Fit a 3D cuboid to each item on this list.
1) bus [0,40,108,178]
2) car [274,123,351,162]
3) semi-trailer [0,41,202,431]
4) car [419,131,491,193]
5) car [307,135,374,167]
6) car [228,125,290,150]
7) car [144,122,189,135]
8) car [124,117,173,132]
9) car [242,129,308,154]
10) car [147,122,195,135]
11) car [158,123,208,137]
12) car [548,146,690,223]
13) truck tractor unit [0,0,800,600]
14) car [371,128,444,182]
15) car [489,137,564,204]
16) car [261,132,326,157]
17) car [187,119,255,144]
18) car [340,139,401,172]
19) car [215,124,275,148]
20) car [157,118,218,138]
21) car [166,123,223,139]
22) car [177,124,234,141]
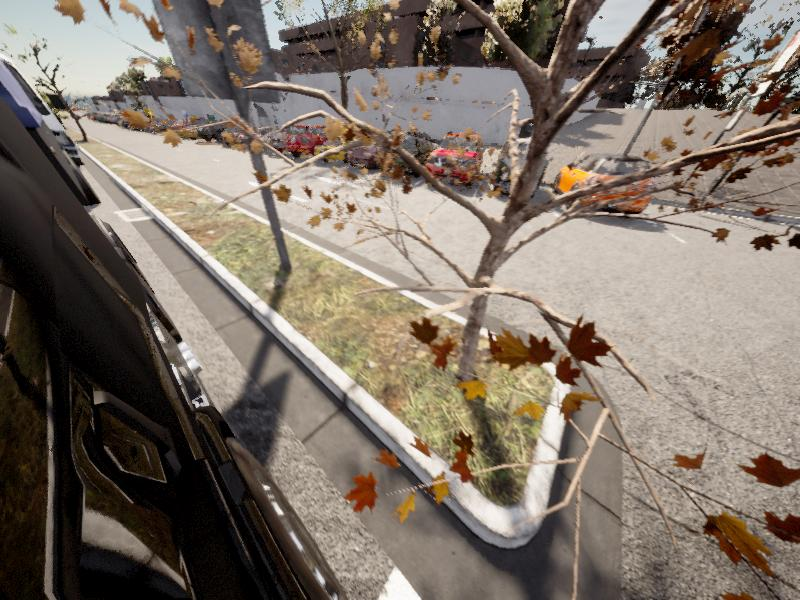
[{"bbox_3d":[-19.569,-9.305,11.318,10.273,4.253,3.944,28,44,28],"label":"bus"},{"bbox_3d":[-6.285,-12.091,17.692,2.435,2.045,5.566,13,37,14],"label":"car"},{"bbox_3d":[-8.725,-3.584,4.205,14.254,4.402,2.717,28,44,30],"label":"semi-trailer"},{"bbox_3d":[2.973,-7.202,11.726,2.435,2.045,5.566,14,38,14],"label":"car"},{"bbox_3d":[-3.923,-10.767,16.486,1.946,1.575,5.366,13,37,14],"label":"car"},{"bbox_3d":[-13.242,-15.608,22.187,2.185,1.767,4.553,14,37,14],"label":"car"},{"bbox_3d":[-38.790,-28.592,38.556,2.002,1.452,4.674,14,37,14],"label":"car"},{"bbox_3d":[-48.061,-33.634,44.323,2.435,2.045,5.566,13,37,14],"label":"car"},{"bbox_3d":[-10.936,-14.287,20.768,2.231,1.521,4.892,14,38,14],"label":"car"},{"bbox_3d":[-36.474,-27.430,37.042,2.097,1.535,5.008,13,37,14],"label":"car"},{"bbox_3d":[-31.833,-25.016,34.068,2.163,1.488,4.792,14,37,14],"label":"car"},{"bbox_3d":[7.564,-4.643,8.798,2.185,1.767,4.553,14,38,15],"label":"car"},{"bbox_3d":[-2.645,-0.295,0.352,6.516,4.208,3.053,28,44,30],"label":"truck tractor unit"},{"bbox_3d":[0.670,-8.455,13.259,2.435,2.045,5.566,14,38,14],"label":"car"},{"bbox_3d":[5.248,-5.910,10.180,1.878,1.987,4.442,14,38,14],"label":"car"},{"bbox_3d":[-8.618,-13.073,19.332,2.163,1.488,4.792,13,37,14],"label":"car"},{"bbox_3d":[-20.211,-19.313,26.541,2.435,2.045,5.566,13,37,14],"label":"car"},{"bbox_3d":[-1.671,-9.417,14.888,2.002,1.452,4.674,14,37,14],"label":"car"},{"bbox_3d":[-15.591,-16.778,23.613,2.185,1.767,4.553,13,37,14],"label":"car"},{"bbox_3d":[-29.499,-24.053,32.419,2.435,2.045,5.566,14,37,14],"label":"car"},{"bbox_3d":[-27.243,-22.576,30.960,1.946,1.575,5.366,14,37,14],"label":"car"},{"bbox_3d":[-24.806,-21.587,29.767,1.946,1.575,5.366,13,37,14],"label":"car"}]
